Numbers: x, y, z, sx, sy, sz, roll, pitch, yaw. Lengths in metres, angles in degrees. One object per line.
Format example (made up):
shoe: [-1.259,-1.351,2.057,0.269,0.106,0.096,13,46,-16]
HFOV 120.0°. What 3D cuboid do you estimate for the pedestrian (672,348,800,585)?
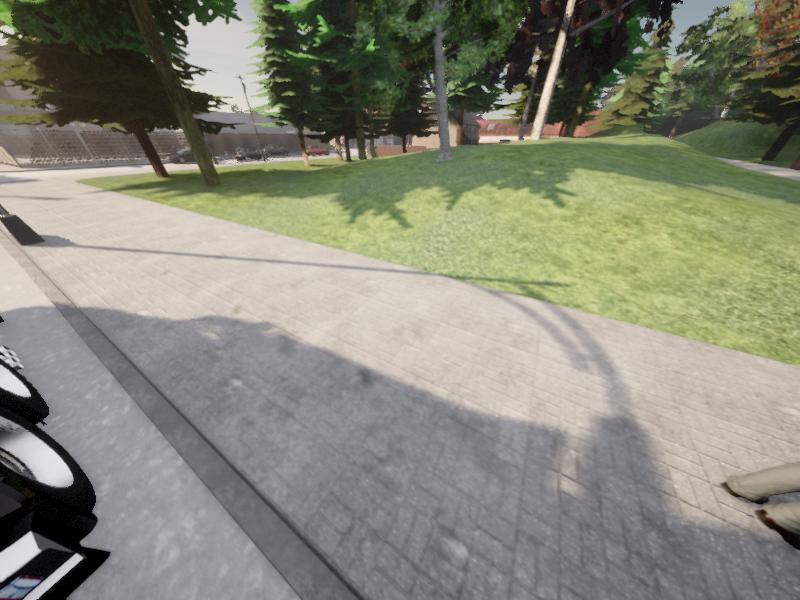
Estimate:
pedestrian: [2.573,0.728,1.078,0.751,1.860,0.751,13,37,18]

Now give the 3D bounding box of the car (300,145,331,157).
car: [-13.760,-24.496,37.933,2.007,1.525,4.514,17,38,23]

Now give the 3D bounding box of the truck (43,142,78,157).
truck: [-57.918,-25.693,39.434,4.478,2.038,2.069,18,39,24]

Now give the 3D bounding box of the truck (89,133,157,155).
truck: [-61.144,-34.711,51.337,2.891,3.827,8.468,18,39,24]

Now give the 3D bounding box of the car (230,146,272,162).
car: [-19.354,-19.162,30.248,1.851,1.617,3.988,18,39,25]

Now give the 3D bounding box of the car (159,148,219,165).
car: [-25.531,-17.619,28.180,1.837,1.490,4.892,18,39,24]

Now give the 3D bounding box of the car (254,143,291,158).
car: [-19.780,-23.421,36.133,1.932,1.855,4.605,17,38,23]

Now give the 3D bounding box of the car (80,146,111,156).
car: [-55.790,-27.357,42.351,5.357,1.415,2.033,18,39,24]

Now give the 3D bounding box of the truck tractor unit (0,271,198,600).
truck tractor unit: [-5.123,-0.289,0.762,6.516,4.208,3.053,18,39,24]
